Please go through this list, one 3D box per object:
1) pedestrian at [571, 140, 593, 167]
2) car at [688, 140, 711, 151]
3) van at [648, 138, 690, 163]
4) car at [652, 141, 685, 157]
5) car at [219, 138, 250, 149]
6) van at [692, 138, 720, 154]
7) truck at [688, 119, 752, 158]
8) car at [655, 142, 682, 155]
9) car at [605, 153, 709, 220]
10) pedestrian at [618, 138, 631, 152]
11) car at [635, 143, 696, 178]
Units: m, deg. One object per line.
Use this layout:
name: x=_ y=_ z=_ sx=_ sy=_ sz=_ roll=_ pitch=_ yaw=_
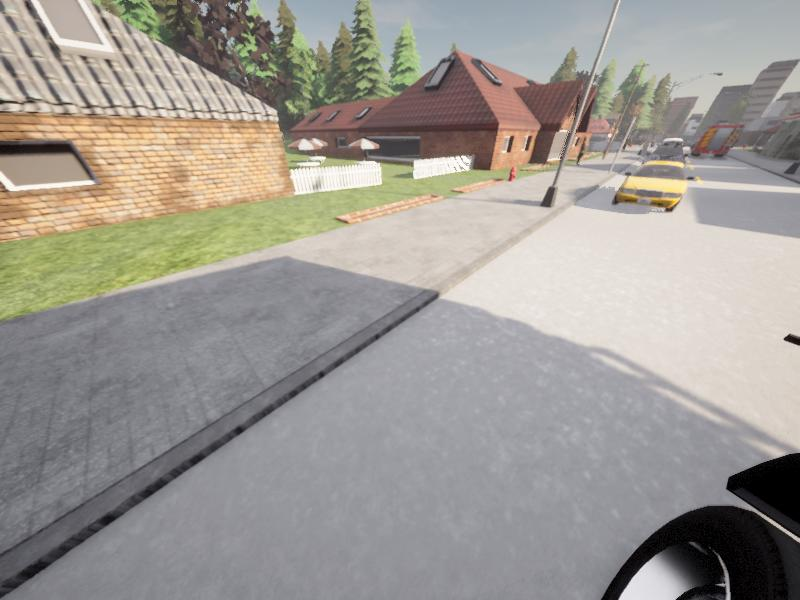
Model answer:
pedestrian: x=15.260 y=-12.303 z=19.385 sx=0.751 sy=1.860 sz=0.751 roll=29 pitch=45 yaw=35
car: x=56.863 y=-29.479 z=43.952 sx=1.930 sy=1.638 sz=5.238 roll=29 pitch=45 yaw=35
van: x=28.524 y=-15.964 z=24.599 sx=2.069 sy=2.038 sz=4.480 roll=29 pitch=44 yaw=35
car: x=36.003 y=-20.304 z=31.024 sx=2.242 sy=1.667 sz=4.611 roll=29 pitch=45 yaw=35
car: x=-41.205 y=-39.071 z=57.669 sx=2.150 sy=2.045 sz=5.566 roll=29 pitch=45 yaw=35
van: x=47.800 y=-24.183 z=36.200 sx=1.775 sy=1.987 sz=4.442 roll=29 pitch=45 yaw=35
truck: x=41.735 y=-21.290 z=30.541 sx=2.891 sy=3.827 sz=8.468 roll=29 pitch=45 yaw=35
car: x=41.273 y=-23.392 z=35.532 sx=2.163 sy=1.488 sz=4.792 roll=29 pitch=45 yaw=35
car: x=10.176 y=-4.772 z=9.237 sx=1.801 sy=1.575 sz=5.366 roll=29 pitch=45 yaw=35
pedestrian: x=35.589 y=-24.519 z=36.581 sx=0.751 sy=1.860 sz=0.751 roll=30 pitch=45 yaw=35
car: x=18.944 y=-10.119 z=16.579 sx=2.097 sy=1.767 sz=4.553 roll=29 pitch=45 yaw=35
